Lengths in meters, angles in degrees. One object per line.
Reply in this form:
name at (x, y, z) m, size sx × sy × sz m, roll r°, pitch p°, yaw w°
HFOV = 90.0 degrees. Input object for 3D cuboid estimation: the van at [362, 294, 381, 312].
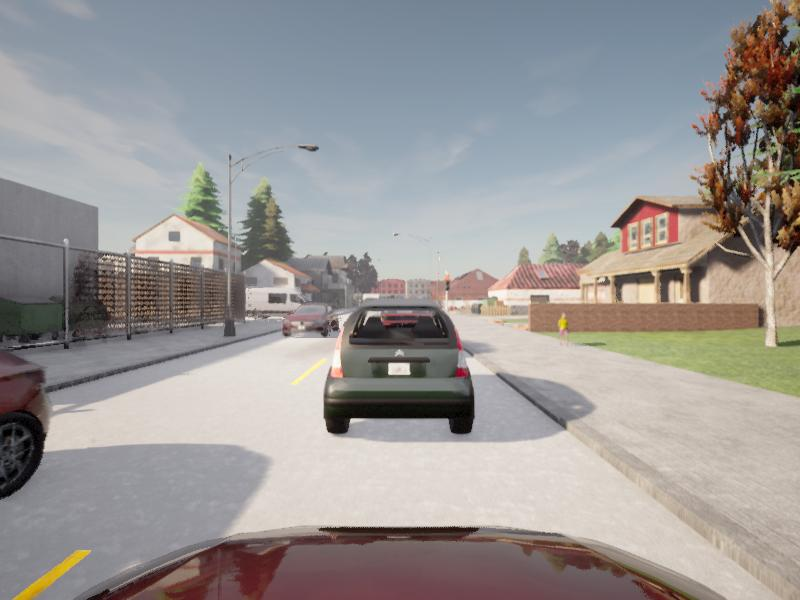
van at (-4.044, 0.346, 57.411) m, size 2.351 × 2.431 × 6.366 m, roll 0°, pitch 0°, yaw 0°

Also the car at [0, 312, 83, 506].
car at (-3.990, 0.853, 1.796) m, size 1.816 × 1.474 × 4.193 m, roll 0°, pitch 0°, yaw 0°

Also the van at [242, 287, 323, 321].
van at (-9.314, 0.305, 32.071) m, size 5.915 × 2.561 × 1.988 m, roll 0°, pitch 0°, yaw -4°

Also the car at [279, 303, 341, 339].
car at (-3.946, 0.859, 18.399) m, size 1.812 × 1.442 × 4.674 m, roll 0°, pitch 0°, yaw 0°

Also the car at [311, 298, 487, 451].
car at (-0.005, 0.785, 6.219) m, size 1.851 × 1.617 × 3.988 m, roll 0°, pitch 0°, yaw 0°

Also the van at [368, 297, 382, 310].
van at (-4.048, 0.535, 65.641) m, size 2.069 × 2.038 × 4.480 m, roll 0°, pitch 0°, yaw 0°

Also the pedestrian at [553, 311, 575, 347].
pedestrian at (5.169, 0.906, 12.648) m, size 0.500 × 1.100 × 0.500 m, roll 0°, pitch 0°, yaw 0°

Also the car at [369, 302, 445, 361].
car at (0.127, 0.821, 12.723) m, size 2.007 × 1.525 × 4.514 m, roll 0°, pitch 0°, yaw -2°

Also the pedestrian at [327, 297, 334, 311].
pedestrian at (-9.261, 0.505, 53.375) m, size 0.751 × 1.860 × 0.751 m, roll 0°, pitch 0°, yaw 0°

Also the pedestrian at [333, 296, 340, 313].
pedestrian at (-6.991, 0.510, 44.206) m, size 0.751 × 1.860 × 0.751 m, roll 0°, pitch 0°, yaw -9°

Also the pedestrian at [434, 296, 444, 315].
pedestrian at (3.642, 0.512, 37.744) m, size 0.751 × 1.860 × 0.751 m, roll 0°, pitch 0°, yaw -11°
